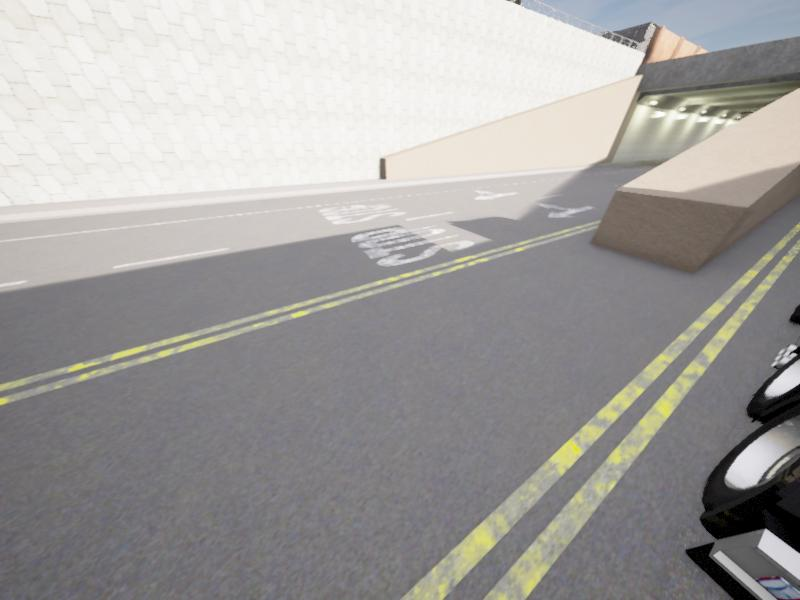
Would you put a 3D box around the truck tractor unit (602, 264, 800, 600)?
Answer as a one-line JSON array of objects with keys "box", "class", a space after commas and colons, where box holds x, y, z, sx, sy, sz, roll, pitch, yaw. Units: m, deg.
[{"box": [5.114, -0.297, 0.783, 6.516, 4.208, 3.053, -18, 39, -24], "class": "truck tractor unit"}]

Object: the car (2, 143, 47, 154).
[{"box": [-64.338, -26.140, 39.722, 2.128, 1.511, 4.902, -18, 39, -25], "class": "car"}]
